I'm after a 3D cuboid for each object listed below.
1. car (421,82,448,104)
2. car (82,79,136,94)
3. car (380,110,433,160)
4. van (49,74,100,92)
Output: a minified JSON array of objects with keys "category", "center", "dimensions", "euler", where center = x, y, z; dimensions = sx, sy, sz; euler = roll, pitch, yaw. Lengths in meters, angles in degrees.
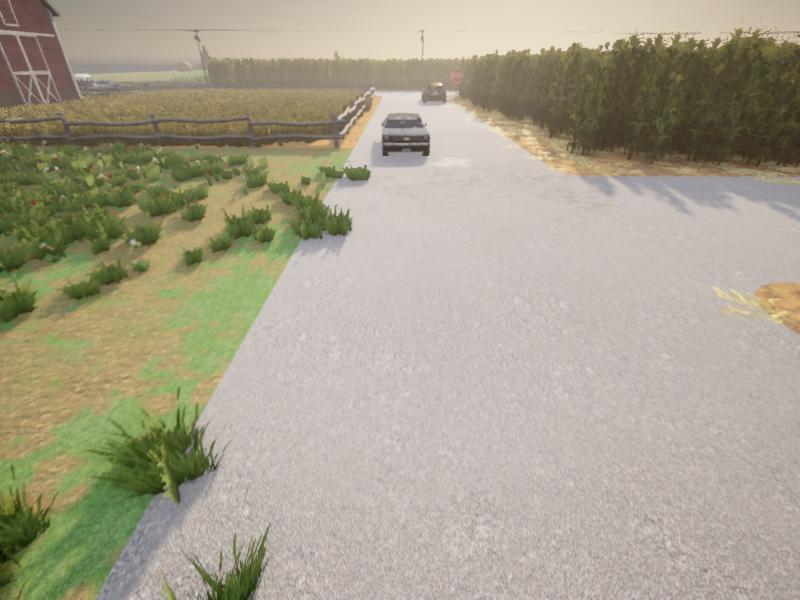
[{"category":"car","center":[3.247,-20.022,38.555],"dimensions":[2.242,1.667,4.611],"euler":[0,30,0]},{"category":"car","center":[-36.797,-27.120,50.748],"dimensions":[4.974,1.542,2.038],"euler":[0,30,0]},{"category":"car","center":[0.165,-6.948,16.584],"dimensions":[1.895,1.301,4.718],"euler":[-1,30,-1]},{"category":"van","center":[-43.392,-28.946,53.425],"dimensions":[4.480,2.038,2.069],"euler":[0,30,0]}]
